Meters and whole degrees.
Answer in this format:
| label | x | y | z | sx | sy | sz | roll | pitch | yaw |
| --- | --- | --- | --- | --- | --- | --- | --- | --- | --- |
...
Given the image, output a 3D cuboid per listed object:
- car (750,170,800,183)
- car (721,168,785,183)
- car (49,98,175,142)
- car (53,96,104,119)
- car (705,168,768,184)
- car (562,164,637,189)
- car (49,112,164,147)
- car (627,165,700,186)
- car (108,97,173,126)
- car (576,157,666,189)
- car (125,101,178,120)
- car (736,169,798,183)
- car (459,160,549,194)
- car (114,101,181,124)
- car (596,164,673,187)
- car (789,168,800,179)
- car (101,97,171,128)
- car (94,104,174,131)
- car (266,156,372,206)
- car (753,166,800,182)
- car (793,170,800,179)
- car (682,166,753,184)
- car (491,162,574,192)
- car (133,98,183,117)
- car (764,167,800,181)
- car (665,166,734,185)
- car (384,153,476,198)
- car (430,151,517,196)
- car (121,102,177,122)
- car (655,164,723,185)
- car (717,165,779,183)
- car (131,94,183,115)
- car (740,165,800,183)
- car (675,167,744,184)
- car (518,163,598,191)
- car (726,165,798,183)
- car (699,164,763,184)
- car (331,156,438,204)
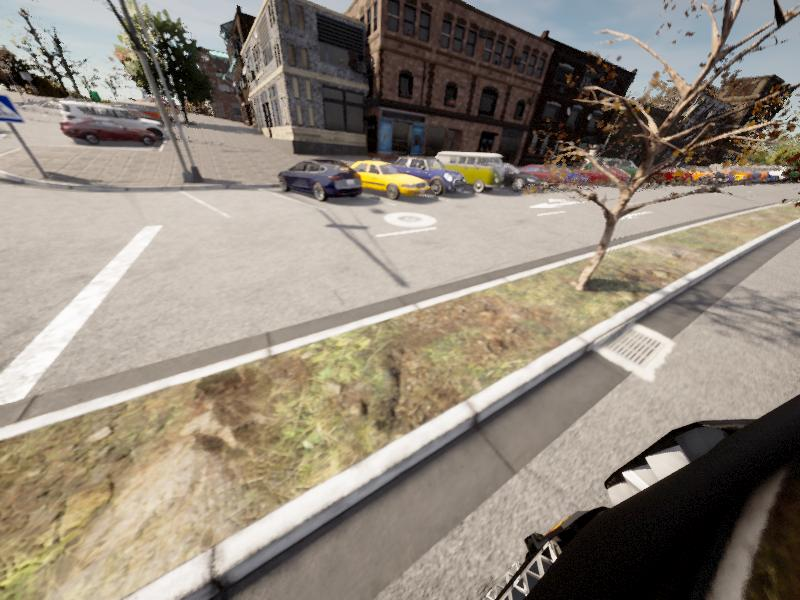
| label | x | y | z | sx | sy | sz | roll | pitch | yaw |
| --- | --- | --- | --- | --- | --- | --- | --- | --- | --- |
| car | 64.200 | -21.123 | 39.288 | 2.163 | 1.488 | 4.792 | -26 | 43 | -37 |
| car | 53.170 | -18.900 | 35.024 | 2.097 | 1.535 | 5.008 | -26 | 42 | -37 |
| car | -22.358 | -14.083 | 18.351 | 2.435 | 2.045 | 5.566 | 29 | 41 | 24 |
| car | -35.864 | -21.691 | 25.958 | 2.128 | 1.511 | 4.902 | -18 | 45 | -31 |
| car | 47.635 | -17.751 | 32.914 | 2.163 | 1.488 | 4.792 | -26 | 43 | -36 |
| car | 17.572 | -11.080 | 20.523 | 4.674 | 1.452 | 2.002 | 29 | 41 | 34 |
| car | -20.732 | -12.152 | 16.643 | 2.002 | 1.452 | 4.674 | 29 | 41 | 24 |
| car | 28.428 | -13.648 | 25.170 | 5.008 | 1.535 | 2.097 | 30 | 42 | 35 |
| car | -30.805 | -22.447 | 27.596 | 1.878 | 1.987 | 4.442 | 29 | 41 | 24 |
| car | 20.311 | -11.964 | 21.543 | 5.566 | 2.045 | 2.435 | 29 | 41 | 34 |
| car | -35.811 | -27.357 | 33.435 | 2.002 | 1.452 | 4.674 | 29 | 41 | 24 |
| car | 58.674 | -20.030 | 37.157 | 2.097 | 1.535 | 5.008 | -26 | 42 | -37 |
| car | 6.849 | -8.434 | 15.629 | 4.892 | 1.521 | 2.231 | 28 | 40 | 33 |
| car | -32.336 | -24.091 | 29.808 | 1.946 | 1.575 | 5.366 | 29 | 41 | 24 |
| car | 22.985 | -12.406 | 22.872 | 5.008 | 1.535 | 2.097 | 29 | 41 | 34 |
| car | 86.251 | -25.889 | 47.665 | 2.435 | 2.045 | 5.566 | -26 | 43 | -36 |
| car | -29.127 | -20.754 | 25.727 | 1.878 | 1.987 | 4.442 | 29 | 41 | 24 |
| car | -27.428 | -18.935 | 24.075 | 2.231 | 1.521 | 4.892 | 29 | 41 | 24 |
| car | -3.786 | -5.673 | 10.703 | 4.792 | 1.488 | 2.163 | 27 | 40 | 32 |
| car | 66.965 | -21.925 | 40.204 | 2.435 | 2.045 | 5.566 | -26 | 42 | -37 |
| car | 88.910 | -26.325 | 48.954 | 1.946 | 1.575 | 5.366 | -26 | 43 | -36 |
| car | 42.016 | -16.698 | 30.831 | 1.946 | 1.575 | 5.366 | -27 | 43 | -37 |
| car | 9.519 | -9.080 | 16.880 | 4.674 | 1.452 | 2.002 | 28 | 41 | 33 |
| car | -40.760 | -32.517 | 39.100 | 1.946 | 1.575 | 5.366 | 28 | 40 | 24 |
| car | 72.474 | -23.054 | 42.336 | 2.435 | 2.045 | 5.566 | -26 | 43 | -37 |
| car | 36.654 | -15.449 | 28.533 | 2.231 | 1.521 | 4.892 | -27 | 43 | -37 |
| car | 1.524 | -7.152 | 13.054 | 4.553 | 1.767 | 2.185 | 27 | 40 | 32 |
| car | 4.290 | -7.882 | 14.187 | 4.442 | 1.987 | 1.878 | 27 | 40 | 32 |
| car | -34.120 | -25.669 | 31.574 | 2.002 | 1.452 | 4.674 | 29 | 41 | 24 |
| car | 33.919 | -14.955 | 27.345 | 4.553 | 1.767 | 2.185 | 30 | 42 | 35 |
| car | 50.509 | -18.474 | 33.764 | 1.878 | 1.987 | 4.442 | -26 | 43 | -37 |
| car | -42.551 | -34.303 | 40.652 | 2.435 | 2.045 | 5.566 | 28 | 40 | 23 |
| car | 61.413 | -20.814 | 38.097 | 2.435 | 2.045 | 5.566 | -26 | 43 | -36 |
| car | 39.395 | -16.047 | 29.647 | 2.097 | 1.535 | 5.008 | -26 | 43 | -37 |
| car | 12.195 | -9.760 | 18.114 | 4.674 | 1.452 | 2.002 | 28 | 41 | 33 |
| car | 55.911 | -19.683 | 35.965 | 2.435 | 2.045 | 5.566 | -26 | 43 | -36 |
| car | 44.996 | -17.335 | 31.617 | 1.878 | 1.987 | 4.442 | -26 | 43 | -37 |
| car | -0.960 | -6.253 | 11.726 | 5.366 | 1.575 | 1.946 | 27 | 40 | 32 |
